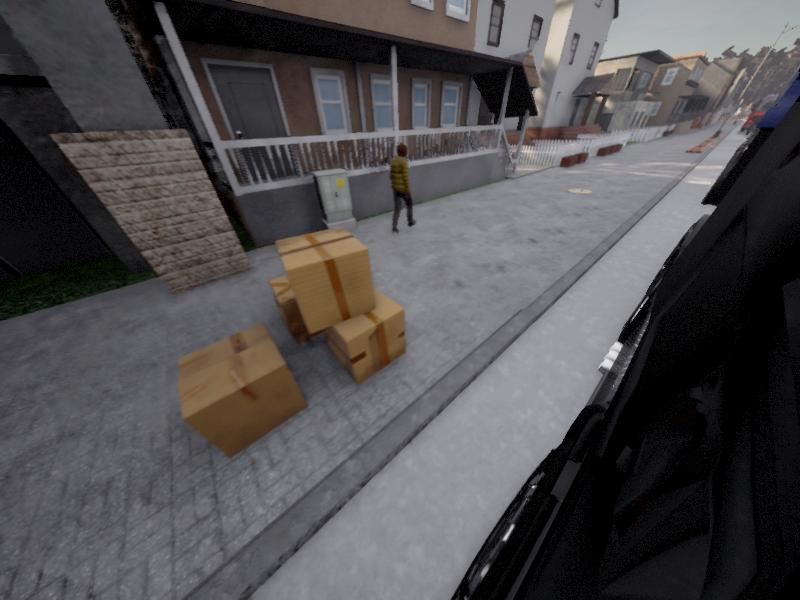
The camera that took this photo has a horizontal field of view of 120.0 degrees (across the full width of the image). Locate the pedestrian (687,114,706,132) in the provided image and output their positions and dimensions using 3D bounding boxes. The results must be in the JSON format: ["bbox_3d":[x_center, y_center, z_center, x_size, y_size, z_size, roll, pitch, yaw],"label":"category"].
[{"bbox_3d":[40.559,-24.221,31.631,0.751,1.860,0.751,-28,44,-30],"label":"pedestrian"}]

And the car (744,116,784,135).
[{"bbox_3d":[40.775,-19.615,25.951,3.705,1.549,1.789,-28,44,-30],"label":"car"}]

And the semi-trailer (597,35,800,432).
[{"bbox_3d":[8.750,-3.570,4.175,14.254,4.402,2.717,-28,43,-29],"label":"semi-trailer"}]

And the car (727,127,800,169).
[{"bbox_3d":[18.827,-7.794,11.718,4.181,1.385,1.994,-28,44,-30],"label":"car"}]

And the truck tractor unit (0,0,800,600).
[{"bbox_3d":[2.645,-0.295,0.352,6.516,4.208,3.053,-28,44,-30],"label":"truck tractor unit"}]

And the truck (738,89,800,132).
[{"bbox_3d":[47.051,-23.916,29.402,8.468,3.827,2.891,-28,44,-30],"label":"truck"}]

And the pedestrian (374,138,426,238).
[{"bbox_3d":[0.043,-2.493,5.199,0.751,1.860,0.751,24,44,31],"label":"pedestrian"}]
